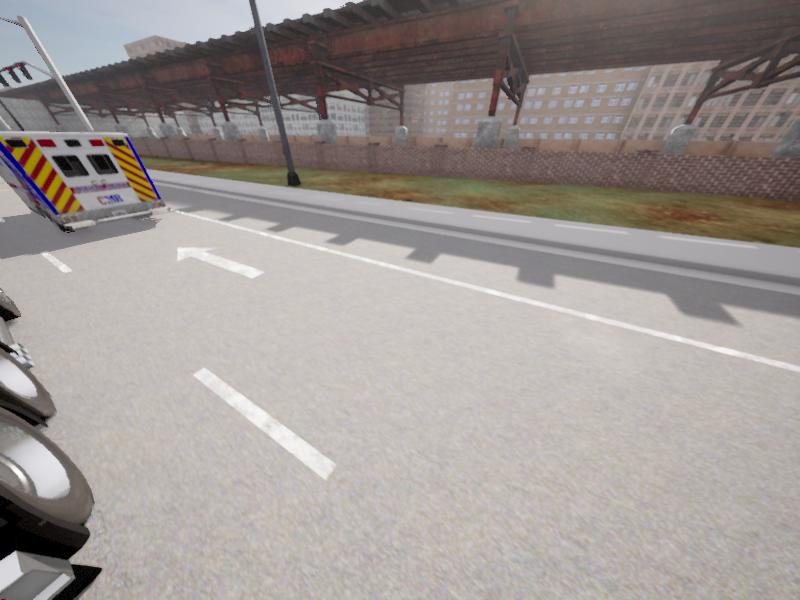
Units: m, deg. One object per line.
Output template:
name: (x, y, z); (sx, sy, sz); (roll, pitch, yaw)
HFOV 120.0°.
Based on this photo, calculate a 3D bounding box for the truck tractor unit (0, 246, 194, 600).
truck tractor unit: (-5.081, -0.331, 0.824); (6.516, 4.208, 3.053); (20, 39, 26)

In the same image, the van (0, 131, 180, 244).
van: (-10.795, -3.955, 7.564); (6.366, 2.431, 2.351); (18, 39, 24)
